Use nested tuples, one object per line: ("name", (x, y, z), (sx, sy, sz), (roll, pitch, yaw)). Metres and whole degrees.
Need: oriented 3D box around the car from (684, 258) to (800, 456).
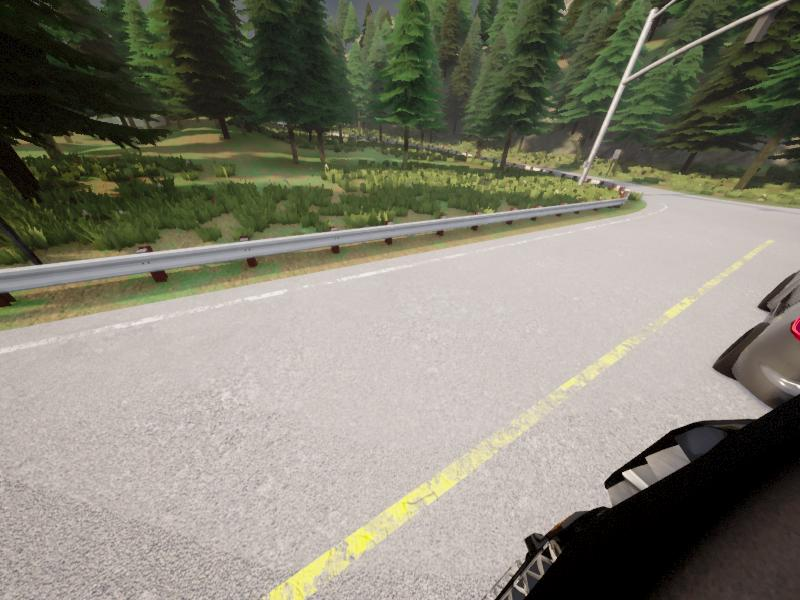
("car", (5.831, 0.332, 2.379), (4.611, 1.667, 2.242), (-16, 38, -26))
